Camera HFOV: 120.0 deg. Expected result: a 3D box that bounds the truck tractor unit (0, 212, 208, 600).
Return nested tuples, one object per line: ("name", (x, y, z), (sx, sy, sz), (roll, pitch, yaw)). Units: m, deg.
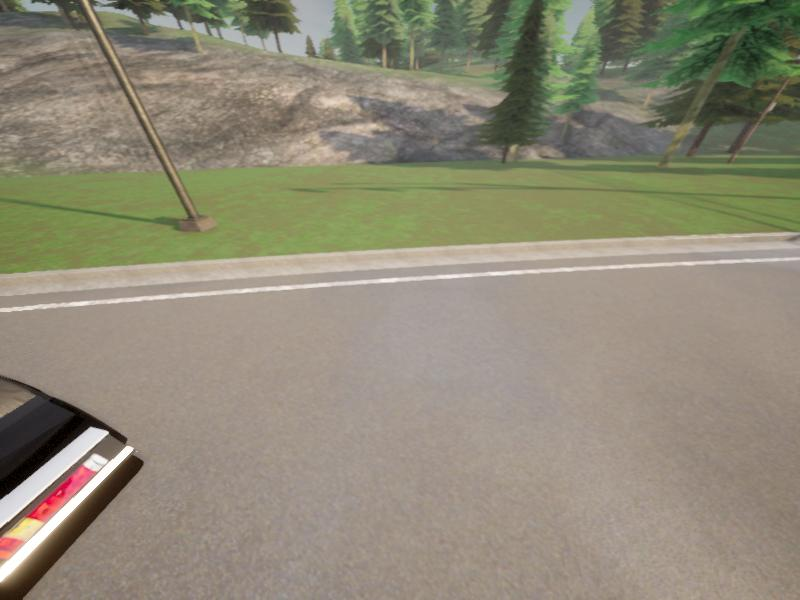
("truck tractor unit", (-5.350, 0.087, 0.247), (6.516, 4.208, 3.053), (5, 36, 8))
